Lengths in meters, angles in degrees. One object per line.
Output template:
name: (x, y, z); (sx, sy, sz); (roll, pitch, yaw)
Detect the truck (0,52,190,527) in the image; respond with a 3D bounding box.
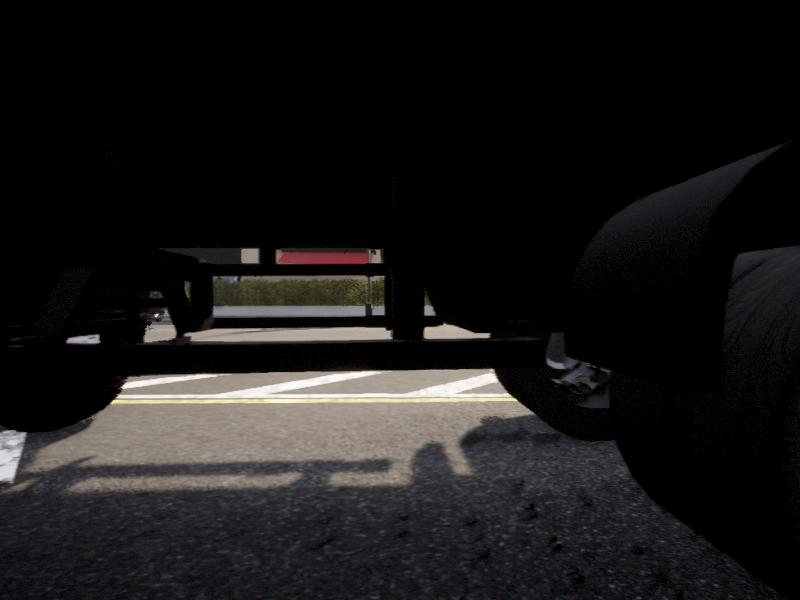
truck: (-4.907, -0.038, 2.163); (6.274, 2.098, 2.390); (0, 0, -1)

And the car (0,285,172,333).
car: (-10.715, 0.283, 13.607); (4.892, 1.490, 1.837); (0, 0, -1)

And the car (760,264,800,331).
car: (14.925, -0.077, 12.150); (5.566, 2.045, 2.150); (0, -1, 27)

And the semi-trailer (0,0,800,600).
semi-trailer: (5.235, -1.234, 2.449); (14.254, 4.402, 2.717); (0, 0, -3)
